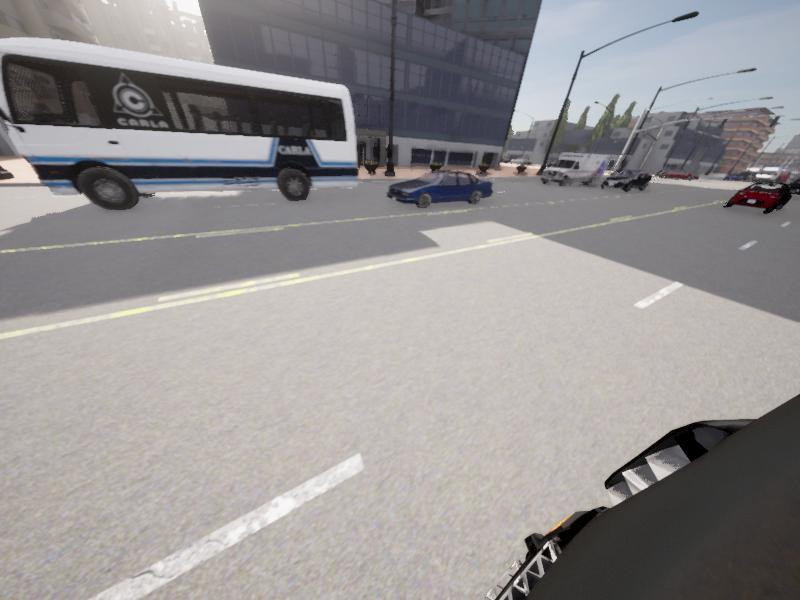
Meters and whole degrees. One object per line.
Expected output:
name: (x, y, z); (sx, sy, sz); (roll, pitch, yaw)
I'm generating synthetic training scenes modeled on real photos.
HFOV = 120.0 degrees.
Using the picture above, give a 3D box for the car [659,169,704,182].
car: (43.539, -19.437, 35.898); (1.994, 1.385, 4.181); (-26, 44, -37)

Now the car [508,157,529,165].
car: (30.609, -35.945, 59.794); (2.007, 1.525, 4.514); (-11, 36, -22)

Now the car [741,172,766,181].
car: (79.543, -27.898, 51.963); (5.008, 1.535, 1.882); (-15, 38, -25)

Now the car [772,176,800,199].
car: (36.618, -10.241, 20.966); (5.238, 1.638, 1.930); (-15, 37, -25)

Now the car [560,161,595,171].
car: (37.593, -28.466, 49.075); (2.033, 1.411, 5.357); (-14, 37, -25)

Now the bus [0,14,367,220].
bus: (-6.931, -6.270, 9.059); (10.273, 4.253, 3.944); (-15, 37, -25)

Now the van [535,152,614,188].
van: (15.498, -11.575, 20.531); (6.366, 2.431, 2.351); (-15, 37, -25)

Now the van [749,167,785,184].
van: (67.760, -22.974, 42.635); (5.915, 2.561, 1.988); (-14, 37, -25)

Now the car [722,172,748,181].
car: (65.404, -24.121, 45.141); (4.193, 1.474, 1.816); (-14, 37, -25)

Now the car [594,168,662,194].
car: (18.764, -9.865, 19.036); (4.902, 1.511, 2.128); (-15, 37, -25)

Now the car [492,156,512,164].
car: (26.372, -36.293, 59.858); (1.816, 1.474, 4.193); (-14, 37, -25)

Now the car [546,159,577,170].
car: (33.835, -28.485, 48.594); (1.882, 1.535, 5.008); (-14, 37, -25)

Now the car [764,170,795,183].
car: (79.865, -25.980, 48.638); (5.566, 2.045, 2.150); (-15, 38, -25)

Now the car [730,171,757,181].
car: (71.516, -25.767, 48.064); (5.238, 1.638, 1.930); (-15, 37, -25)

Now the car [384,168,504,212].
car: (2.098, -5.377, 11.023); (5.357, 1.411, 2.033); (-15, 37, -25)

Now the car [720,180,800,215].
car: (21.594, -6.201, 13.754); (4.193, 1.474, 1.816); (-15, 37, -25)
